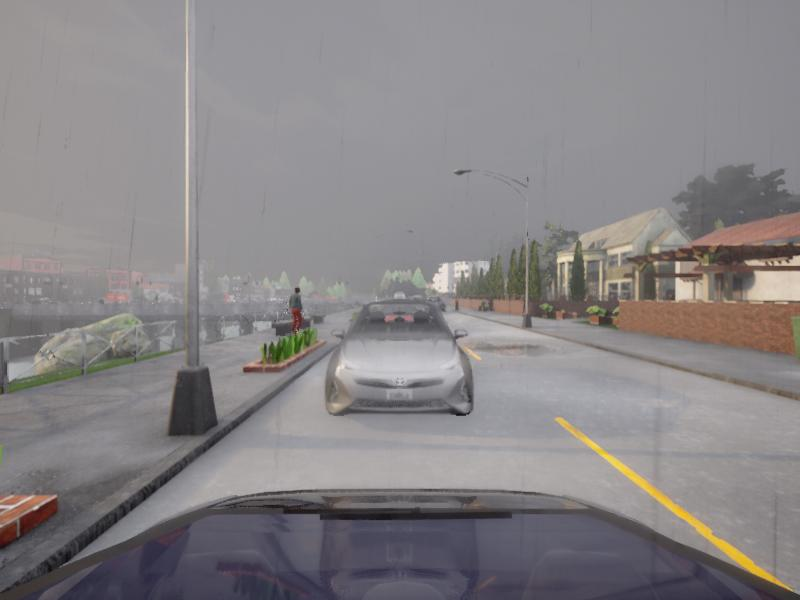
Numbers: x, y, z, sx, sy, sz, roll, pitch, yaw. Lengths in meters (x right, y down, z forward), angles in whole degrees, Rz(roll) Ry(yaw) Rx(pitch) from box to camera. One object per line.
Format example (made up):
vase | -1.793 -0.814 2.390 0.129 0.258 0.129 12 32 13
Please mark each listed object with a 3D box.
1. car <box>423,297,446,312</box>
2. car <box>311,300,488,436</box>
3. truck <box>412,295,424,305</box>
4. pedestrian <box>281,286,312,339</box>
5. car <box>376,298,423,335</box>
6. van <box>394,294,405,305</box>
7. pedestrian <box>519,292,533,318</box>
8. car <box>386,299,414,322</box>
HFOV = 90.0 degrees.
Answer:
car | 3.961 0.468 46.476 2.242 1.667 4.611 0 0 0
car | -0.007 0.770 6.812 2.007 1.525 4.514 0 0 0
truck | 3.933 0.015 87.164 2.390 2.098 6.274 0 0 0
pedestrian | -3.770 0.428 14.589 0.751 1.860 0.751 0 0 28
car | -0.015 0.697 19.222 2.007 1.525 4.514 0 0 0
van | -0.070 -0.162 88.875 2.351 2.431 6.366 0 0 0
pedestrian | 9.124 0.347 29.052 0.751 1.860 0.751 0 0 -1
car | -0.021 0.673 27.928 1.816 1.474 4.193 0 0 0
